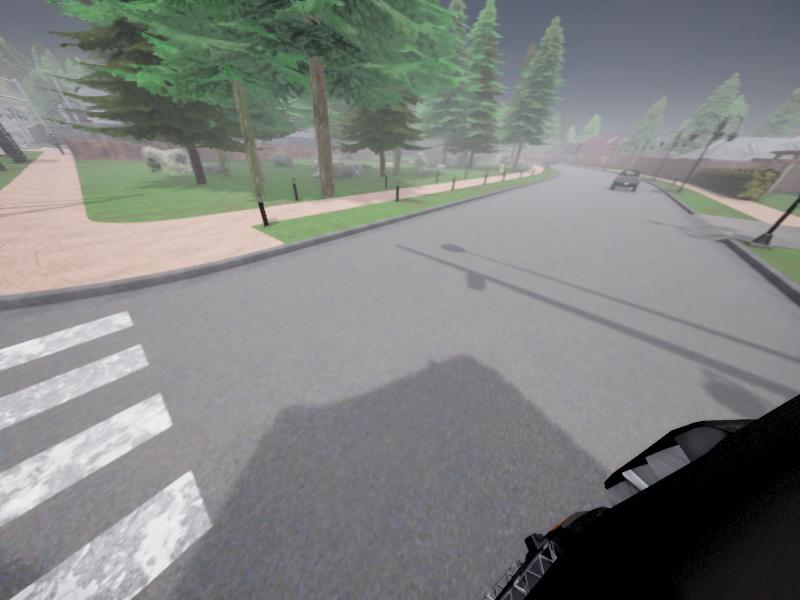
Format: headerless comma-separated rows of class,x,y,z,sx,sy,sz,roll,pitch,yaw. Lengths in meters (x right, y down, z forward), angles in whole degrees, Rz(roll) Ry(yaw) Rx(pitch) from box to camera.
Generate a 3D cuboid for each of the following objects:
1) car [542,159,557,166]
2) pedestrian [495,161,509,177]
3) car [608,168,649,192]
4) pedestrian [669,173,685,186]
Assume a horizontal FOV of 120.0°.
car,38.202,-35.245,59.174,1.895,1.301,4.718,9,34,9
pedestrian,10.229,-13.140,23.194,0.751,1.300,0.751,-23,41,-33
car,19.407,-10.339,19.757,1.845,1.501,3.633,26,40,30
pedestrian,27.763,-12.132,23.185,0.500,1.100,0.500,22,38,27
